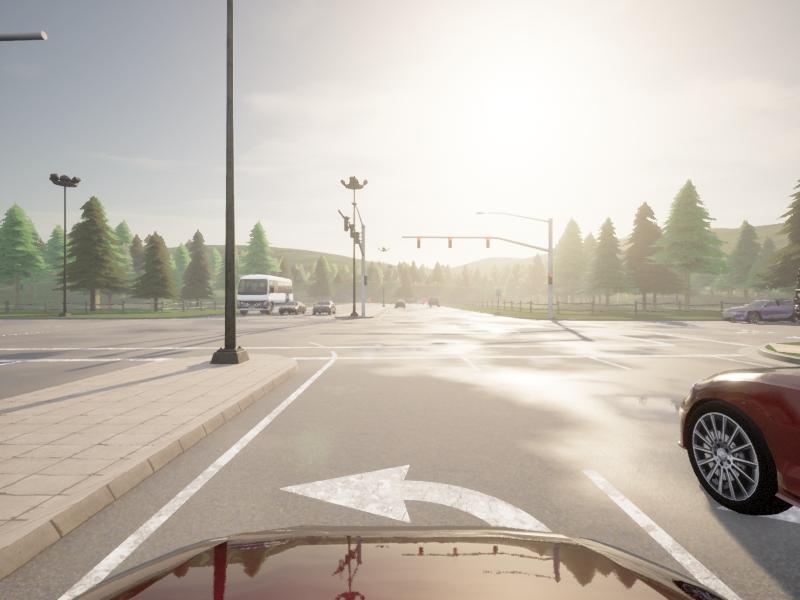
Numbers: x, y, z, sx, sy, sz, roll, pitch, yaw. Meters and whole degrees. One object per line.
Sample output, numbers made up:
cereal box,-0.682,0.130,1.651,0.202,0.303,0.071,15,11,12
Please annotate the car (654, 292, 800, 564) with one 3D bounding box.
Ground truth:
car,3.500,0.779,1.307,2.152,1.651,5.027,0,0,0

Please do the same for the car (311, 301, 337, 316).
car,-7.991,0.807,42.501,1.837,1.490,4.892,0,0,0

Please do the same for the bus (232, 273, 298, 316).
bus,-14.869,-0.573,45.259,3.944,4.253,10.273,0,0,0

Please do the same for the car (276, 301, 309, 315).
car,-11.492,0.857,43.184,2.033,1.411,5.357,0,0,0

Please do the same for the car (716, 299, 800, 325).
car,24.474,0.754,26.850,4.856,1.649,2.033,0,0,1

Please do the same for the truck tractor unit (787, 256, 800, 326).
truck tractor unit,27.324,-0.538,23.309,6.516,4.208,3.053,0,0,1
